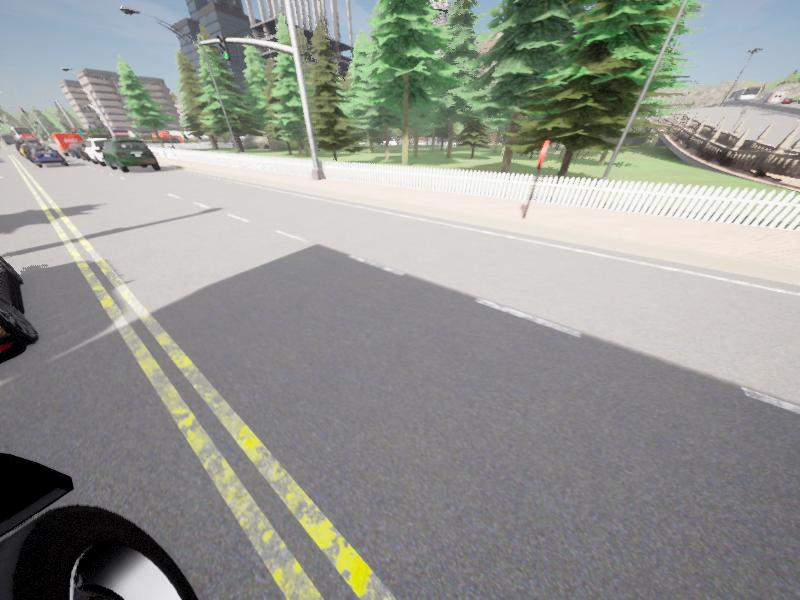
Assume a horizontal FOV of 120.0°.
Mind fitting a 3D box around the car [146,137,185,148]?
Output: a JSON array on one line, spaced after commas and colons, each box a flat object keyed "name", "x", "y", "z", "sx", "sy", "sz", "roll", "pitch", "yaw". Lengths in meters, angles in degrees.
[{"name": "car", "x": -52.934, "y": -35.661, "z": 52.320, "sx": 2.150, "sy": 2.045, "sz": 5.566, "roll": 21, "pitch": 40, "yaw": 27}]

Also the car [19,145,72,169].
[{"name": "car", "x": -30.810, "y": -12.524, "z": 20.085, "sx": 3.705, "sy": 1.549, "sz": 1.789, "roll": 22, "pitch": 41, "yaw": 28}]

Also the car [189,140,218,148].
[{"name": "car", "x": -48.808, "y": -39.006, "z": 57.553, "sx": 2.038, "sy": 1.542, "sz": 4.974, "roll": 21, "pitch": 40, "yaw": 27}]

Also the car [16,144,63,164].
[{"name": "car", "x": -35.983, "y": -14.602, "z": 23.061, "sx": 4.193, "sy": 1.474, "sz": 1.816, "roll": 22, "pitch": 41, "yaw": 28}]

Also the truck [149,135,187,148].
[{"name": "truck", "x": -54.980, "y": -37.707, "z": 54.850, "sx": 2.627, "sy": 2.467, "sz": 5.204, "roll": 21, "pitch": 40, "yaw": 27}]

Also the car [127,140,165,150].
[{"name": "car", "x": -52.471, "y": -32.189, "z": 47.889, "sx": 2.163, "sy": 1.488, "sz": 4.792, "roll": 21, "pitch": 40, "yaw": 27}]

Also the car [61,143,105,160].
[{"name": "car", "x": -38.157, "y": -17.956, "z": 27.799, "sx": 4.792, "sy": 1.488, "sz": 2.163, "roll": 22, "pitch": 41, "yaw": 28}]

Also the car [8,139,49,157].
[{"name": "car", "x": -47.461, "y": -19.456, "z": 29.505, "sx": 4.605, "sy": 1.855, "sz": 1.932, "roll": 22, "pitch": 41, "yaw": 28}]

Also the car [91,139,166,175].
[{"name": "car", "x": -20.898, "y": -11.144, "z": 17.782, "sx": 5.566, "sy": 2.045, "sz": 2.150, "roll": 22, "pitch": 41, "yaw": 28}]

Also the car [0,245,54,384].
[{"name": "car", "x": -6.333, "y": -0.022, "z": 2.609, "sx": 3.806, "sy": 1.475, "sz": 1.970, "roll": 22, "pitch": 41, "yaw": 28}]

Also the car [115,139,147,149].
[{"name": "car", "x": -58.804, "y": -34.141, "z": 50.495, "sx": 1.851, "sy": 1.617, "sz": 3.988, "roll": 23, "pitch": 41, "yaw": 29}]

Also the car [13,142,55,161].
[{"name": "car", "x": -41.697, "y": -16.980, "z": 26.296, "sx": 5.366, "sy": 1.575, "sz": 1.801, "roll": 22, "pitch": 41, "yaw": 28}]

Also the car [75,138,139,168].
[{"name": "car", "x": -26.878, "y": -13.582, "z": 21.193, "sx": 5.566, "sy": 2.045, "sz": 2.150, "roll": 22, "pitch": 41, "yaw": 28}]

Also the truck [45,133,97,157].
[{"name": "truck", "x": -43.374, "y": -20.492, "z": 30.496, "sx": 5.204, "sy": 2.467, "sz": 2.627, "roll": 22, "pitch": 41, "yaw": 28}]

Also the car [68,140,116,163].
[{"name": "car", "x": -32.812, "y": -15.937, "z": 24.632, "sx": 4.605, "sy": 1.855, "sz": 1.932, "roll": 22, "pitch": 41, "yaw": 28}]
